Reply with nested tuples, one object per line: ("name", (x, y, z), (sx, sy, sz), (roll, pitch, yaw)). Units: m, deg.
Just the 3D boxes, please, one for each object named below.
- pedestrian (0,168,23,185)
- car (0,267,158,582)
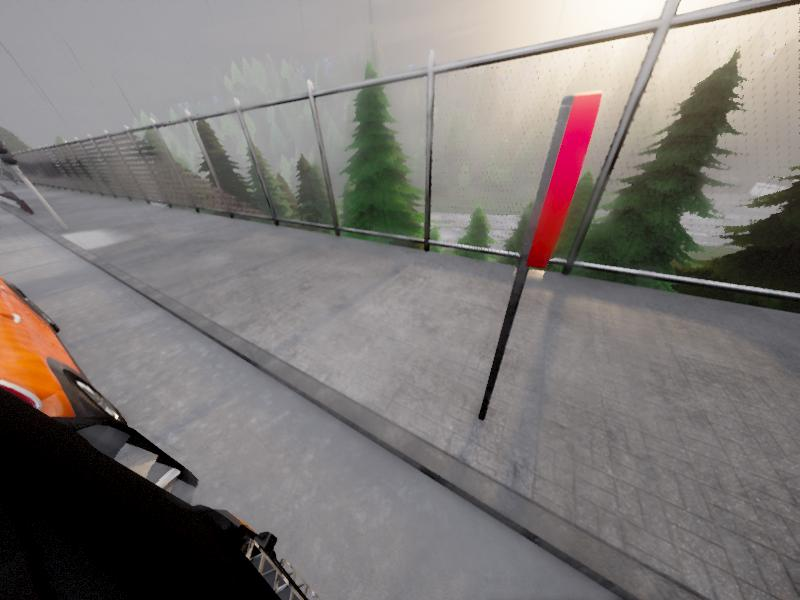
("pedestrian", (-49.096, -15.562, 29.084), (0.751, 1.860, 0.751), (15, 38, 25))
("car", (-4.633, 0.588, 1.770), (4.553, 1.767, 2.097), (16, 38, 26))
